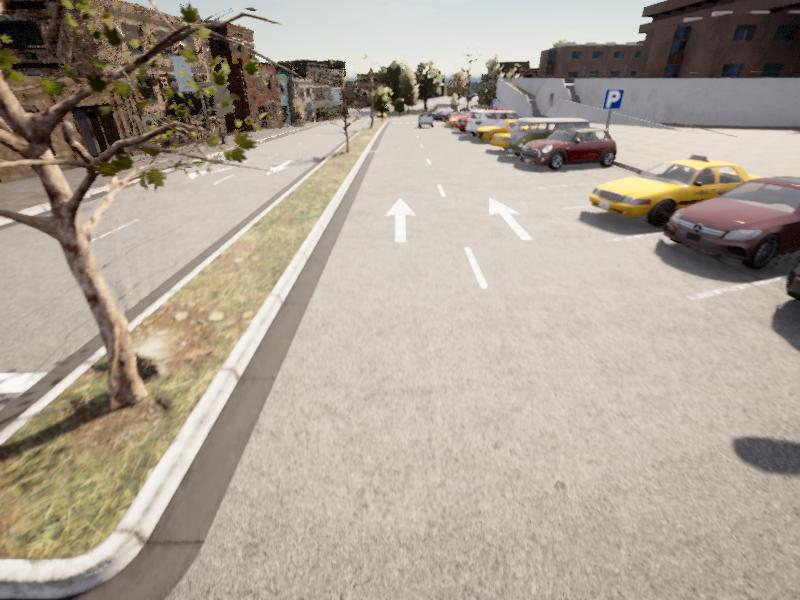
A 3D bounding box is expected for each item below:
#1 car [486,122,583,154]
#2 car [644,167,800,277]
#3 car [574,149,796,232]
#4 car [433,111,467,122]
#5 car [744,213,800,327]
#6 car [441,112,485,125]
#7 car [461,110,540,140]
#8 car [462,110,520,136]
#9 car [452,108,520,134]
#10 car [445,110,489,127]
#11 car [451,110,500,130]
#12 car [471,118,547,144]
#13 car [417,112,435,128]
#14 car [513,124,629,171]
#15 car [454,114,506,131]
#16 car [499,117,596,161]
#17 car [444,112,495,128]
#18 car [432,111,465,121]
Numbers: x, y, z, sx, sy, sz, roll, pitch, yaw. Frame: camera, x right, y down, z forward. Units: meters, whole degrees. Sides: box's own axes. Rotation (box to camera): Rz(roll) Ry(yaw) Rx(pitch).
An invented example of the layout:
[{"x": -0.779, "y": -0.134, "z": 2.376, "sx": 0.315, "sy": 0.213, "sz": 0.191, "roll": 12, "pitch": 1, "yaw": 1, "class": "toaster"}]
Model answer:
[{"x": 8.239, "y": -10.005, "z": 24.599, "sx": 5.366, "sy": 1.575, "sz": 1.946, "roll": -9, "pitch": 28, "yaw": -18, "class": "car"}, {"x": 8.071, "y": -1.848, "z": 8.620, "sx": 4.674, "sy": 1.452, "sz": 2.002, "roll": -9, "pitch": 29, "yaw": -18, "class": "car"}, {"x": 7.895, "y": -3.206, "z": 11.198, "sx": 5.366, "sy": 1.575, "sz": 1.946, "roll": -9, "pitch": 29, "yaw": -18, "class": "car"}, {"x": 8.068, "y": -29.670, "z": 64.595, "sx": 5.008, "sy": 1.535, "sz": 2.097, "roll": -8, "pitch": 27, "yaw": -18, "class": "car"}, {"x": 8.064, "y": -0.502, "z": 5.969, "sx": 4.674, "sy": 1.452, "sz": 2.002, "roll": -9, "pitch": 28, "yaw": -18, "class": "car"}, {"x": 8.056, "y": -23.239, "z": 51.185, "sx": 5.008, "sy": 1.535, "sz": 2.097, "roll": -9, "pitch": 27, "yaw": -18, "class": "car"}, {"x": 8.091, "y": -14.237, "z": 32.408, "sx": 5.566, "sy": 2.045, "sz": 2.435, "roll": -9, "pitch": 28, "yaw": -18, "class": "car"}, {"x": 7.958, "y": -15.525, "z": 35.031, "sx": 4.442, "sy": 1.987, "sz": 1.878, "roll": -9, "pitch": 28, "yaw": -18, "class": "car"}, {"x": 8.041, "y": -16.889, "z": 37.706, "sx": 5.566, "sy": 2.045, "sz": 2.435, "roll": -9, "pitch": 28, "yaw": -18, "class": "car"}, {"x": 8.096, "y": -22.052, "z": 48.462, "sx": 4.553, "sy": 1.767, "sz": 2.185, "roll": -9, "pitch": 28, "yaw": -18, "class": "car"}, {"x": 8.094, "y": -19.430, "z": 43.119, "sx": 4.553, "sy": 1.767, "sz": 2.185, "roll": -9, "pitch": 28, "yaw": -18, "class": "car"}, {"x": 8.070, "y": -12.664, "z": 29.850, "sx": 5.008, "sy": 1.535, "sz": 2.097, "roll": -9, "pitch": 29, "yaw": -18, "class": "car"}, {"x": 2.996, "y": -21.293, "z": 47.273, "sx": 1.845, "sy": 1.501, "sz": 3.633, "roll": 0, "pitch": 26, "yaw": 0, "class": "car"}, {"x": 8.098, "y": -7.392, "z": 19.178, "sx": 4.553, "sy": 1.767, "sz": 2.185, "roll": -9, "pitch": 29, "yaw": -18, "class": "car"}, {"x": 8.067, "y": -17.960, "z": 40.516, "sx": 4.674, "sy": 1.452, "sz": 2.002, "roll": -9, "pitch": 28, "yaw": -18, "class": "car"}, {"x": 7.961, "y": -8.806, "z": 21.741, "sx": 4.442, "sy": 1.987, "sz": 1.878, "roll": -9, "pitch": 29, "yaw": -18, "class": "car"}, {"x": 7.892, "y": -20.601, "z": 45.771, "sx": 5.366, "sy": 1.575, "sz": 1.946, "roll": -9, "pitch": 28, "yaw": -18, "class": "car"}, {"x": 8.072, "y": -30.935, "z": 67.274, "sx": 5.008, "sy": 1.535, "sz": 2.097, "roll": -8, "pitch": 27, "yaw": -18, "class": "car"}]
